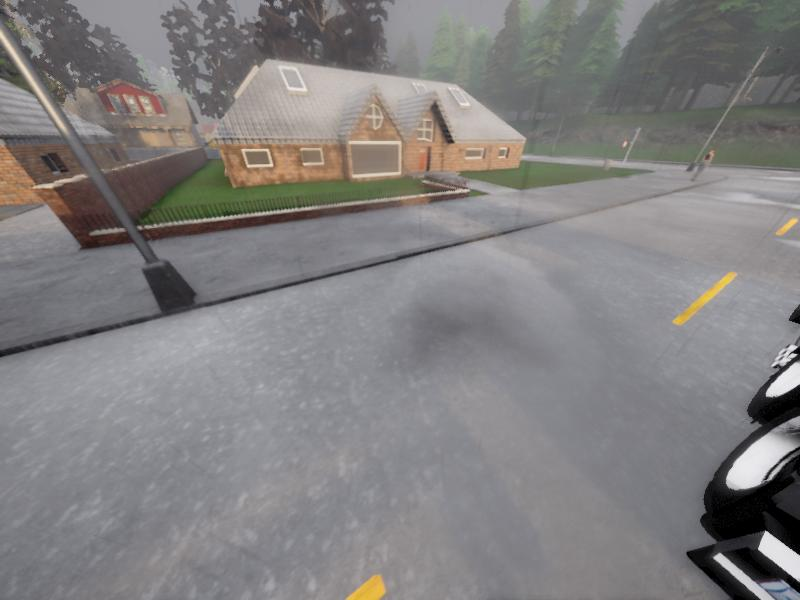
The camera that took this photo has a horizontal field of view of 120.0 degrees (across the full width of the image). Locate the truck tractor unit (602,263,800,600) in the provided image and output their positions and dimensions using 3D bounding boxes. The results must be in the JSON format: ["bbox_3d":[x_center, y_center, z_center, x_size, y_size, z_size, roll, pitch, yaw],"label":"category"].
[{"bbox_3d":[5.106,-0.306,0.784,6.516,4.208,3.053,-18,39,-24],"label":"truck tractor unit"}]

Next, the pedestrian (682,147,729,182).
[{"bbox_3d":[19.030,-8.465,14.453,0.751,1.860,0.751,3,35,3],"label":"pedestrian"}]
